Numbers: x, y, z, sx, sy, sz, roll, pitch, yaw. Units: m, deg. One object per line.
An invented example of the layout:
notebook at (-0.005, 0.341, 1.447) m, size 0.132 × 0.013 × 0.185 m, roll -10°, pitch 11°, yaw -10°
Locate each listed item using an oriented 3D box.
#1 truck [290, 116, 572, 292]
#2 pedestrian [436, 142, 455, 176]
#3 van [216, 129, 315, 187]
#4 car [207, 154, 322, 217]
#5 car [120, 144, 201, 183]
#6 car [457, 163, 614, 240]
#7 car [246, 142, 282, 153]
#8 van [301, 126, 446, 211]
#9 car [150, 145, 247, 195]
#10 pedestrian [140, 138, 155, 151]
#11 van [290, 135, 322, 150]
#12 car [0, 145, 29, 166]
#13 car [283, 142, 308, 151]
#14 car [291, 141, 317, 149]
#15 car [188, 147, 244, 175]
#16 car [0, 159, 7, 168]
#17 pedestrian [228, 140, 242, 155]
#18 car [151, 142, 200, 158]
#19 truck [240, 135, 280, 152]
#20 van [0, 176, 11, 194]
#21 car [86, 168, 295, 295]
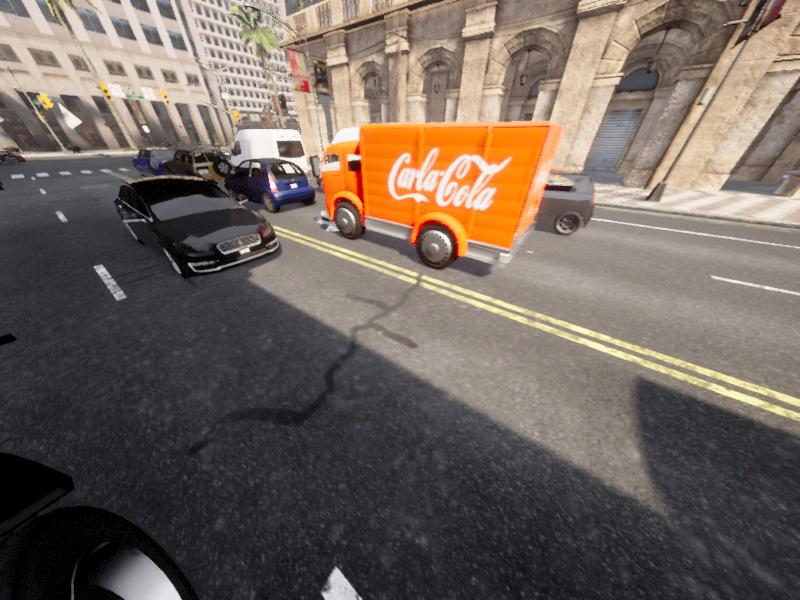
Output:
truck at (0.418, -2.631, 5.507) m, size 5.204 × 2.467 × 2.627 m, roll 22°, pitch 41°, yaw 28°
pedestrian at (2.961, -9.316, 15.238) m, size 0.751 × 1.860 × 0.751 m, roll 23°, pitch 41°, yaw 29°
van at (-8.138, -8.670, 13.955) m, size 5.915 × 2.561 × 1.988 m, roll 23°, pitch 41°, yaw 28°
car at (-5.265, -4.626, 9.044) m, size 3.988 × 1.617 × 1.851 m, roll 22°, pitch 41°, yaw 28°
car at (-15.323, -8.838, 14.783) m, size 4.553 × 1.767 × 2.097 m, roll 23°, pitch 41°, yaw 28°
car at (3.986, -3.252, 7.231) m, size 3.633 × 1.501 × 1.845 m, roll 22°, pitch 41°, yaw 28°
car at (-23.981, -27.063, 40.860) m, size 2.163 × 1.488 × 4.792 m, roll 23°, pitch 41°, yaw 28°
van at (-1.302, -5.845, 9.996) m, size 5.915 × 2.561 × 1.988 m, roll 22°, pitch 41°, yaw 28°
car at (-10.376, -6.848, 11.923) m, size 4.605 × 1.855 × 1.932 m, roll 22°, pitch 41°, yaw 28°
pedestrian at (-41.348, -25.488, 37.855) m, size 0.751 × 1.860 × 0.751 m, roll 23°, pitch 41°, yaw 28°
van at (-20.179, -34.022, 49.812) m, size 1.988 × 2.561 × 5.915 m, roll 23°, pitch 41°, yaw 28°
car at (-37.217, -12.980, 20.771) m, size 1.970 × 1.475 × 3.806 m, roll 22°, pitch 41°, yaw 28°
car at (-20.348, -29.971, 45.019) m, size 1.970 × 1.475 × 3.806 m, roll 23°, pitch 41°, yaw 28°
car at (-21.844, -35.390, 52.700) m, size 2.163 × 1.488 × 4.792 m, roll 22°, pitch 41°, yaw 28°
car at (-13.995, -10.657, 17.605) m, size 3.633 × 1.501 × 1.845 m, roll 23°, pitch 41°, yaw 28°
car at (-35.058, -11.270, 18.312) m, size 1.845 × 1.501 × 3.633 m, roll 22°, pitch 41°, yaw 28°
pedestrian at (-23.659, -21.865, 33.113) m, size 0.751 × 1.860 × 0.751 m, roll 19°, pitch 39°, yaw 24°
car at (-29.077, -19.569, 30.071) m, size 1.851 × 1.617 × 3.988 m, roll 23°, pitch 41°, yaw 28°
truck at (-26.033, -29.286, 43.141) m, size 2.627 × 2.467 × 5.204 m, roll 23°, pitch 41°, yaw 28°
van at (-20.923, -6.240, 10.888) m, size 4.442 × 1.987 × 1.775 m, roll 21°, pitch 40°, yaw 27°
car at (-4.912, -1.961, 5.360) m, size 4.892 × 1.490 × 1.837 m, roll 23°, pitch 41°, yaw 28°
